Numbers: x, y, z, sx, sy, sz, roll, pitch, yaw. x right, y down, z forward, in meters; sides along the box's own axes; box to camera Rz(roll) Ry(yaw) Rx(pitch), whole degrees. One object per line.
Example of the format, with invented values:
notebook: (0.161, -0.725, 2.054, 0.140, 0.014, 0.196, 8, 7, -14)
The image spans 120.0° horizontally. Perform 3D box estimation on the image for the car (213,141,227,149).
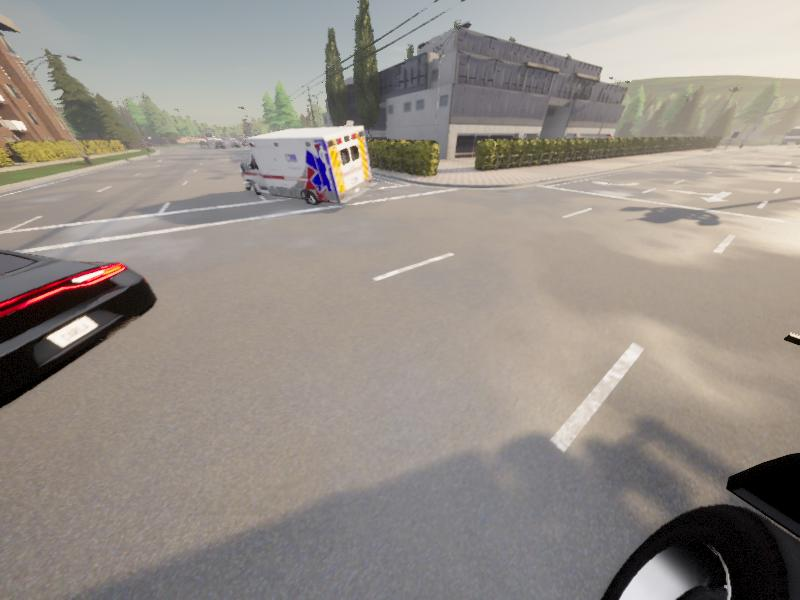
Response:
car: (-45.118, -38.819, 57.856, 2.242, 1.667, 4.611, -20, 40, -26)

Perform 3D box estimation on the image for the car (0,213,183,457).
car: (-5.920, 0.157, 2.390, 4.974, 1.542, 2.038, 0, 34, 1)

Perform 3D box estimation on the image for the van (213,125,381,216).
van: (-4.284, -5.629, 9.826, 6.366, 2.431, 2.351, 17, 47, 24)

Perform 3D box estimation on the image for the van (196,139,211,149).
van: (-51.110, -40.702, 60.129, 2.069, 2.038, 4.480, -20, 40, -26)
